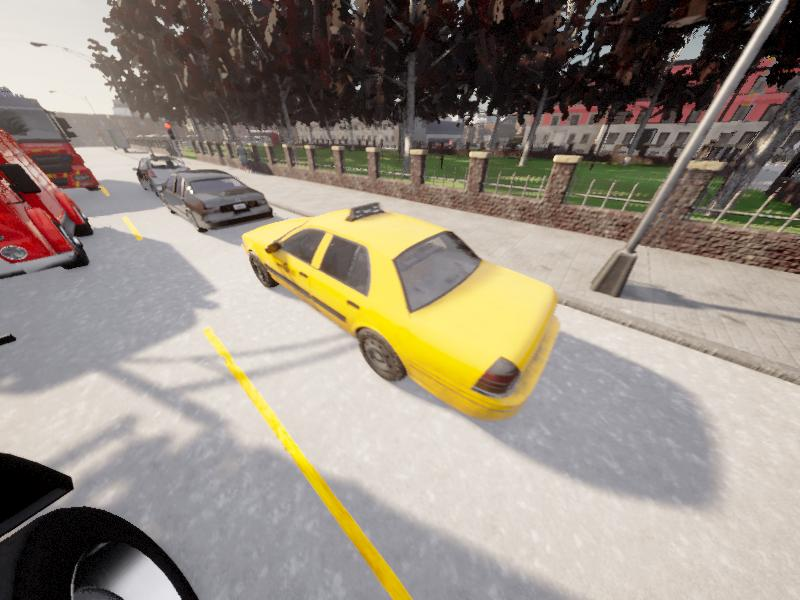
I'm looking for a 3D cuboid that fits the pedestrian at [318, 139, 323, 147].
[{"bbox_3d":[-21.631,-42.679,62.679,0.751,1.860,0.751,28,43,33],"label":"pedestrian"}]

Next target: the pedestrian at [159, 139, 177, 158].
[{"bbox_3d":[-28.046,-18.392,27.985,0.751,1.860,0.751,26,42,32],"label":"pedestrian"}]

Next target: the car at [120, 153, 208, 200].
[{"bbox_3d":[-11.238,-5.994,11.016,3.633,1.501,1.845,25,42,30],"label":"car"}]

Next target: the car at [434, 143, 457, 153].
[{"bbox_3d":[8.870,-30.037,45.566,3.806,1.475,1.970,26,43,32],"label":"car"}]

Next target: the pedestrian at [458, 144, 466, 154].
[{"bbox_3d":[10.543,-25.631,39.234,0.751,1.300,0.751,27,43,32],"label":"pedestrian"}]

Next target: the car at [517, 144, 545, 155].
[{"bbox_3d":[22.769,-26.242,40.271,3.633,1.501,1.845,26,43,32],"label":"car"}]

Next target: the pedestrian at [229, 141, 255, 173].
[{"bbox_3d":[-11.192,-10.105,16.366,0.751,1.860,0.751,26,43,32],"label":"pedestrian"}]

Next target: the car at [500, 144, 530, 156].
[{"bbox_3d":[19.117,-25.041,38.495,3.705,1.549,1.789,26,42,32],"label":"car"}]

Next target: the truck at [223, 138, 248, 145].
[{"bbox_3d":[-55.138,-53.265,77.607,2.390,2.098,6.274,26,42,32],"label":"truck"}]

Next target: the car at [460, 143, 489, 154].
[{"bbox_3d":[13.625,-27.725,42.282,4.514,1.525,2.007,26,42,32],"label":"car"}]

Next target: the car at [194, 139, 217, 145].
[{"bbox_3d":[-60.762,-49.324,72.207,1.882,1.535,5.008,26,43,32],"label":"car"}]

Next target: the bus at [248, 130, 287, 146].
[{"bbox_3d":[-45.359,-55.856,79.708,10.273,4.253,3.944,-5,35,-8],"label":"bus"}]

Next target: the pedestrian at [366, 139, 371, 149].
[{"bbox_3d":[-6.945,-34.456,51.127,0.751,1.860,0.751,26,42,32],"label":"pedestrian"}]

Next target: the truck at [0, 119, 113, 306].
[{"bbox_3d":[-8.414,-1.858,4.347,5.204,2.467,2.627,26,42,32],"label":"truck"}]

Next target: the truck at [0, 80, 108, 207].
[{"bbox_3d":[-17.802,-7.312,10.821,8.468,3.827,2.891,24,41,30],"label":"truck"}]

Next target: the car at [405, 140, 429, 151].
[{"bbox_3d":[3.543,-32.818,49.119,4.605,1.855,1.932,26,42,32],"label":"car"}]

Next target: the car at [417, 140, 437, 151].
[{"bbox_3d":[6.082,-34.583,51.654,3.866,1.878,1.905,26,42,32],"label":"car"}]

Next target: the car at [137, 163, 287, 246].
[{"bbox_3d":[-6.187,-3.374,7.457,5.357,1.411,2.033,26,42,31],"label":"car"}]

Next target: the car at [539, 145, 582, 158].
[{"bbox_3d":[24.257,-22.493,34.973,4.892,1.490,1.837,26,42,31],"label":"car"}]

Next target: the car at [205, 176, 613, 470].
[{"bbox_3d":[-0.651,-0.637,3.457,5.366,1.575,1.801,27,43,32],"label":"car"}]
